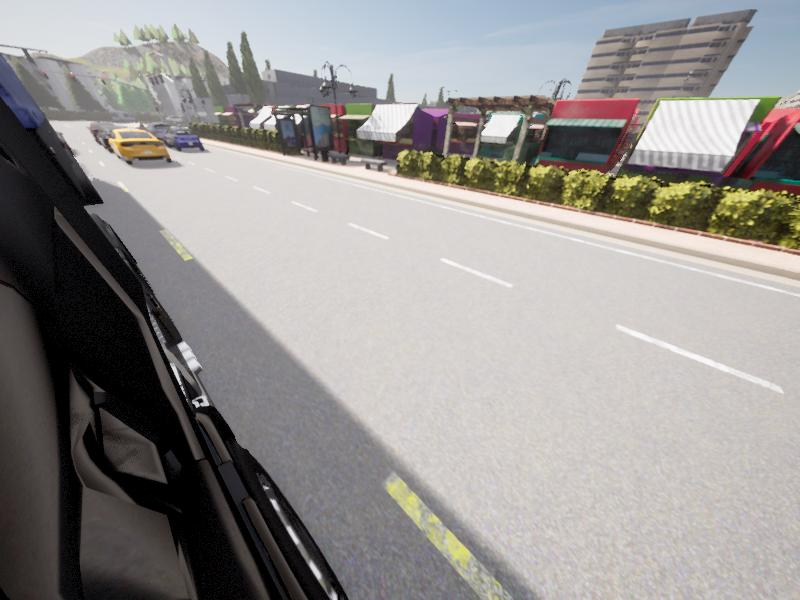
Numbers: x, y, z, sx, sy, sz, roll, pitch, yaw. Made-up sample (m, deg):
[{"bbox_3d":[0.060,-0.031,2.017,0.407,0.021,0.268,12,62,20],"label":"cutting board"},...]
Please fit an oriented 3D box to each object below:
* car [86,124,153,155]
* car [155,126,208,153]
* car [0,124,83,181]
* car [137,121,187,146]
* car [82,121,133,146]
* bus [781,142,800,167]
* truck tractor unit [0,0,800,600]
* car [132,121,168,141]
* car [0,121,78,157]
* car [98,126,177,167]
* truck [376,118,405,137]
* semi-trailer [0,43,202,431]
[{"bbox_3d":[-20.072,-11.558,16.513,4.792,1.488,2.163,29,44,30],"label":"car"},{"bbox_3d":[-17.428,-12.868,18.438,4.193,1.474,1.816,29,44,30],"label":"car"},{"bbox_3d":[-15.961,-6.564,10.048,5.366,1.575,1.801,28,44,30],"label":"car"},{"bbox_3d":[-22.375,-15.641,21.682,4.856,1.649,2.033,29,44,30],"label":"car"},{"bbox_3d":[-25.258,-14.413,19.932,5.008,1.535,1.882,29,44,30],"label":"car"},{"bbox_3d":[55.124,-19.017,28.976,3.944,4.253,10.273,28,44,30],"label":"bus"},{"bbox_3d":[-2.645,-0.295,0.351,6.516,4.208,3.053,28,44,30],"label":"truck tractor unit"},{"bbox_3d":[-26.873,-18.145,24.807,3.633,1.501,1.845,31,45,32],"label":"car"},{"bbox_3d":[-22.273,-9.982,14.269,4.792,1.488,2.163,29,44,30],"label":"car"},{"bbox_3d":[-14.961,-8.805,13.130,5.008,1.535,1.882,28,44,30],"label":"car"},{"bbox_3d":[-2.483,-47.119,63.107,2.891,3.827,8.468,30,44,31],"label":"truck"},{"bbox_3d":[-8.694,-3.615,4.222,14.254,4.402,2.717,28,44,30],"label":"semi-trailer"}]
